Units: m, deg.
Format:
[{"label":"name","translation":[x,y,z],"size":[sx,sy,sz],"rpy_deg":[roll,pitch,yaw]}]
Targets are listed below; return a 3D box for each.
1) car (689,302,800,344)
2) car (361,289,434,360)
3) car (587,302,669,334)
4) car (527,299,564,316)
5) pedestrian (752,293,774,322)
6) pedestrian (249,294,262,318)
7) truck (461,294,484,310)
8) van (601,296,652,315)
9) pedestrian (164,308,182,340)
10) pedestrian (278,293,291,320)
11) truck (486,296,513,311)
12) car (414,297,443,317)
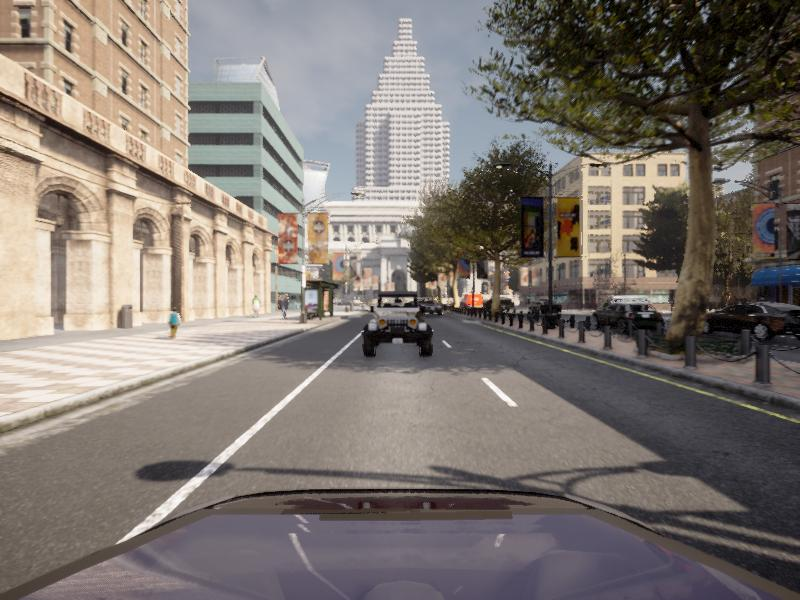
[{"label":"car","translation":[14.921,0.839,16.903],"size":[1.837,1.490,4.892],"rpy_deg":[0,0,0]},{"label":"car","translation":[-0.066,0.641,12.427],"size":[1.905,1.878,3.866],"rpy_deg":[0,0,0]},{"label":"car","translation":[11.412,0.846,20.372],"size":[1.970,1.475,3.806],"rpy_deg":[0,0,0]},{"label":"car","translation":[14.838,0.757,41.108],"size":[1.930,1.638,5.238],"rpy_deg":[0,0,0]},{"label":"pedestrian","translation":[23.709,0.477,26.140],"size":[0.751,1.860,0.751],"rpy_deg":[0,0,-9]},{"label":"pedestrian","translation":[-11.259,0.474,31.231],"size":[0.751,1.860,0.751],"rpy_deg":[0,0,-1]},{"label":"truck","translation":[11.265,0.335,62.847],"size":[2.627,2.467,5.204],"rpy_deg":[0,0,0]},{"label":"van","translation":[25.210,0.558,44.571],"size":[4.480,2.038,2.069],"rpy_deg":[0,0,3]},{"label":"pedestrian","translation":[-8.211,0.860,14.488],"size":[0.500,1.100,0.500],"rpy_deg":[0,0,-18]},{"label":"pedestrian","translation":[-8.040,0.475,27.873],"size":[0.751,1.860,0.751],"rpy_deg":[0,0,-8]},{"label":"truck","translation":[14.774,0.522,59.823],"size":[2.390,2.098,6.274],"rpy_deg":[0,0,0]},{"label":"car","translation":[2.753,0.638,39.806],"size":[1.932,1.855,4.605],"rpy_deg":[1,0,-9]}]
